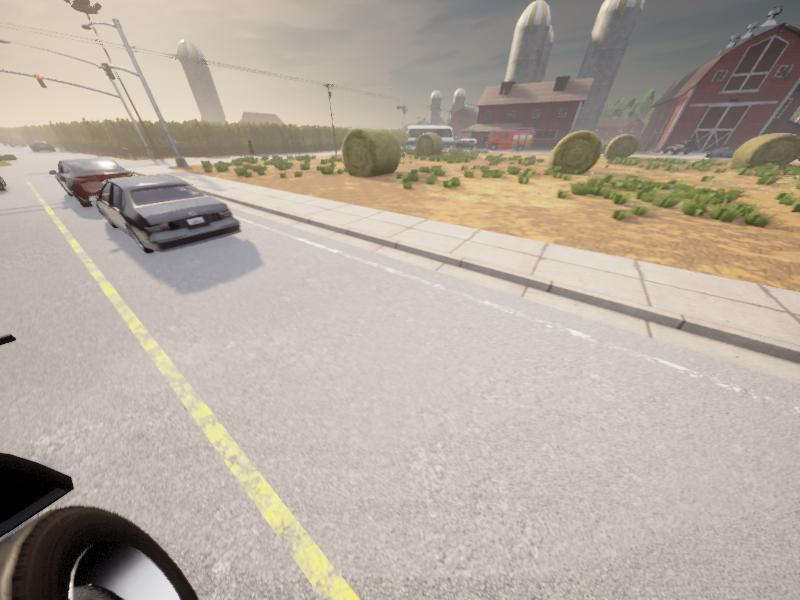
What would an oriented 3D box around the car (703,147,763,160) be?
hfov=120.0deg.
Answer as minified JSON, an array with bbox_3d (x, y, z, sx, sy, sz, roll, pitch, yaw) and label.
[{"bbox_3d":[45.527,-20.195,31.790,4.181,1.385,1.994,19,40,25],"label":"car"}]

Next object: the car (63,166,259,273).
[{"bbox_3d":[-6.453,-2.502,6.171,5.357,1.411,2.033,22,41,28],"label":"car"}]

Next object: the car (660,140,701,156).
[{"bbox_3d":[46.544,-25.334,38.384,3.866,1.878,1.905,-8,42,-8],"label":"car"}]

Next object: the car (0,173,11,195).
[{"bbox_3d":[-20.117,-5.653,10.510,4.181,1.385,1.994,23,41,29],"label":"car"}]

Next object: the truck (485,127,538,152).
[{"bbox_3d":[21.939,-31.863,45.970,8.468,3.827,2.891,19,39,25],"label":"truck"}]

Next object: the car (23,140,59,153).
[{"bbox_3d":[-56.818,-24.338,36.549,4.792,1.488,2.163,20,40,26],"label":"car"}]

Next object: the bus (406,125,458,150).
[{"bbox_3d":[6.629,-34.948,49.814,10.273,4.253,3.944,2,35,3],"label":"bus"}]

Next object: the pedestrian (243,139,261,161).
[{"bbox_3d":[-15.080,-15.316,23.580,0.751,1.860,0.751,19,39,25],"label":"pedestrian"}]

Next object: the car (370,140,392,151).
[{"bbox_3d":[-3.712,-30.916,46.160,2.097,1.767,4.553,20,40,25],"label":"car"}]

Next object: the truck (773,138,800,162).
[{"bbox_3d":[51.849,-18.412,28.407,5.204,2.467,2.627,19,39,25],"label":"truck"}]

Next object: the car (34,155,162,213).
[{"bbox_3d":[-12.502,-4.999,9.567,4.792,1.488,2.163,22,41,28],"label":"car"}]

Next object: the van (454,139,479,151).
[{"bbox_3d":[14.441,-33.774,50.142,4.480,2.038,2.069,20,40,25],"label":"van"}]
